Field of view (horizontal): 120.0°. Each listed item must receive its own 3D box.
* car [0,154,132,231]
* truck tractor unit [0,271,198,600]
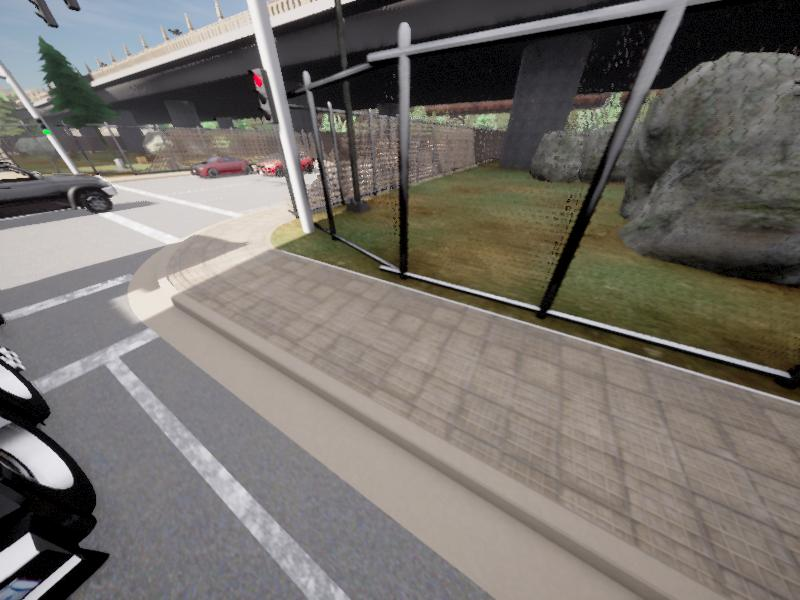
[{"bbox_3d":[-12.981,-3.628,7.708,1.932,1.855,4.605,18,39,24],"label":"car"},{"bbox_3d":[-5.127,-0.282,0.777,6.516,4.208,3.053,18,38,24],"label":"truck tractor unit"}]
